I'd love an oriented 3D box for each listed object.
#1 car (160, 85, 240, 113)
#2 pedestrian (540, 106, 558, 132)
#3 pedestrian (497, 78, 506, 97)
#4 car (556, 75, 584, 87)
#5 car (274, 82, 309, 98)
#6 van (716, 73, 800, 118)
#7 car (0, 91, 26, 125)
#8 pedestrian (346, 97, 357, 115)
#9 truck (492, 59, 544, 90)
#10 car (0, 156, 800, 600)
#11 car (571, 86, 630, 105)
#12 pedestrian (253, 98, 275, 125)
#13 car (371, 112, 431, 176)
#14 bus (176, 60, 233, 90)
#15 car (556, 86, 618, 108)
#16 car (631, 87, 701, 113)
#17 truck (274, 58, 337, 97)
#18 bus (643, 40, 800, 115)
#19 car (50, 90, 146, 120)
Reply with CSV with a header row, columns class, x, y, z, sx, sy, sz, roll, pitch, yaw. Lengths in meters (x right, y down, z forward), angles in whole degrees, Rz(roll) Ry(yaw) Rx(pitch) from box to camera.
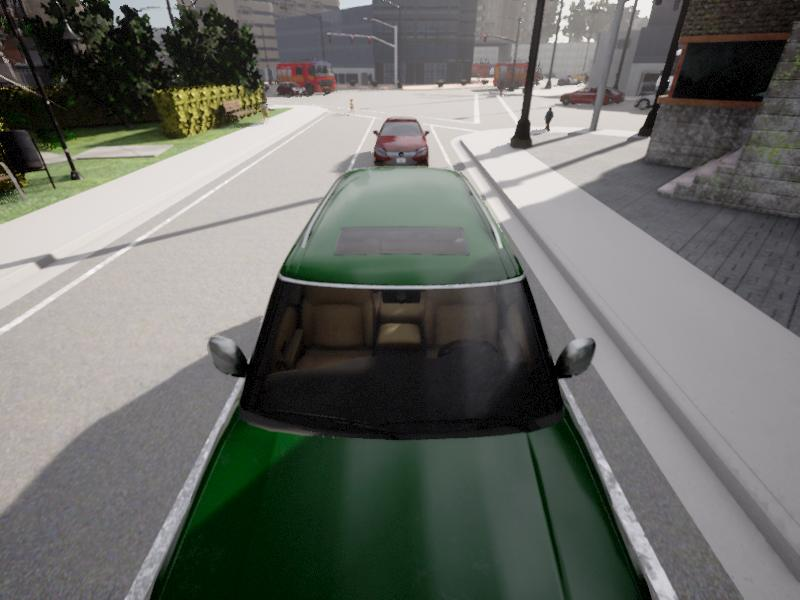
class,x,y,z,sx,sy,sz,roll,pitch,yaw
car,-15.838,-16.105,31.915,5.027,1.651,2.152,-26,39,-37
pedestrian,7.376,-8.958,19.785,0.500,1.100,0.500,-1,30,-2
pedestrian,11.266,-23.515,44.283,0.751,1.860,0.751,8,31,13
car,29.766,-38.325,69.969,4.974,1.542,2.038,-23,38,-33
car,-12.463,-24.181,45.950,1.970,1.475,3.806,-27,39,-37
van,24.994,-13.254,25.875,2.351,2.431,6.366,-27,38,-37
car,-25.783,-11.209,23.553,5.027,1.651,2.152,-26,39,-37
pedestrian,-3.424,-13.602,28.095,0.500,1.100,0.500,17,34,26
truck,17.681,-33.678,59.749,8.468,3.827,2.891,-26,39,-37
car,0.015,0.338,3.435,2.150,2.045,5.566,0,30,0
car,18.203,-18.649,36.407,1.994,1.385,4.181,-27,39,-37
pedestrian,-7.631,-10.610,22.497,0.751,1.300,0.751,3,30,4
car,0.049,-5.768,14.420,1.812,1.442,4.674,0,30,0
bus,-33.124,-38.017,67.664,10.273,4.253,3.944,23,37,35
car,15.873,-17.370,34.113,1.816,1.474,4.193,-27,39,-37
car,20.138,-15.227,30.387,1.970,1.475,3.806,-26,39,-37
truck,-11.593,-27.239,48.886,2.891,3.827,8.468,-27,39,-37
bus,24.869,-16.482,29.696,3.944,4.253,10.273,-26,39,-37
car,-20.805,-13.599,27.775,4.792,1.488,2.163,-26,39,-37
